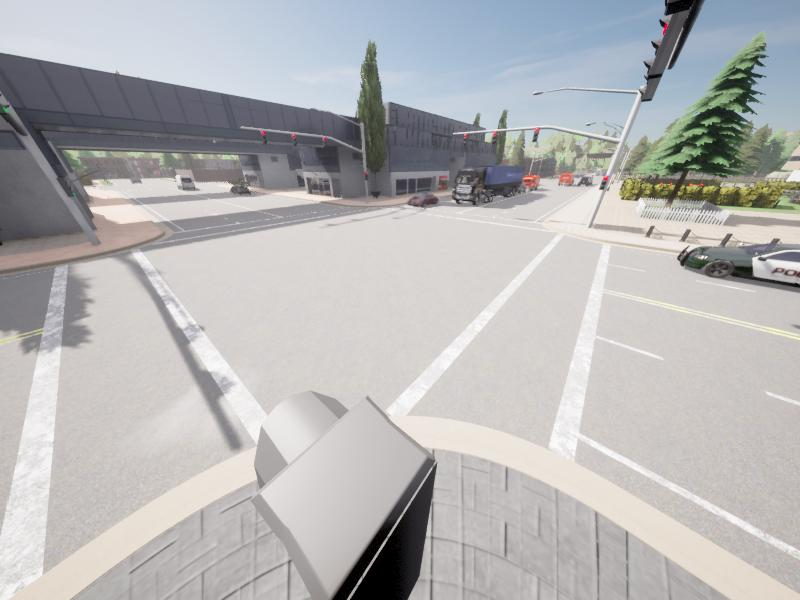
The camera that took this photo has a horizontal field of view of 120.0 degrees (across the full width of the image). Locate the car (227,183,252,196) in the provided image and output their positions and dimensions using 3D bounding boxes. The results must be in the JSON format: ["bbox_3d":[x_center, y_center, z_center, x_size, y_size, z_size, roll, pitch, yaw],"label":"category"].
[{"bbox_3d":[-26.489,-18.331,38.149,3.988,1.617,1.851,23,37,34],"label":"car"}]

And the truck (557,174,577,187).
[{"bbox_3d":[40.126,-28.889,55.574,2.627,2.467,5.204,23,37,34],"label":"truck"}]

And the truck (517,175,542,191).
[{"bbox_3d":[25.332,-22.807,45.039,2.627,2.467,5.204,23,37,34],"label":"truck"}]

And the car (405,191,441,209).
[{"bbox_3d":[2.732,-11.678,26.863,1.994,1.385,4.181,24,38,35],"label":"car"}]

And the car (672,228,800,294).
[{"bbox_3d":[14.717,-1.456,8.997,4.974,1.542,2.038,23,37,34],"label":"car"}]

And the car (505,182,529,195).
[{"bbox_3d":[20.259,-19.444,40.020,2.242,1.667,4.611,23,37,34],"label":"car"}]

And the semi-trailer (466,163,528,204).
[{"bbox_3d":[14.299,-17.083,33.174,2.717,4.402,14.254,23,37,34],"label":"semi-trailer"}]

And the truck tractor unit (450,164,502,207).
[{"bbox_3d":[9.220,-13.969,27.970,3.053,4.208,6.516,23,36,34],"label":"truck tractor unit"}]

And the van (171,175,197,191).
[{"bbox_3d":[-43.093,-23.471,46.120,5.915,2.561,1.988,23,37,34],"label":"van"}]

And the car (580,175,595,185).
[{"bbox_3d":[47.949,-30.647,59.042,2.150,2.045,5.566,23,37,34],"label":"car"}]

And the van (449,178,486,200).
[{"bbox_3d":[9.994,-16.378,33.946,2.351,2.431,6.366,23,37,34],"label":"van"}]
